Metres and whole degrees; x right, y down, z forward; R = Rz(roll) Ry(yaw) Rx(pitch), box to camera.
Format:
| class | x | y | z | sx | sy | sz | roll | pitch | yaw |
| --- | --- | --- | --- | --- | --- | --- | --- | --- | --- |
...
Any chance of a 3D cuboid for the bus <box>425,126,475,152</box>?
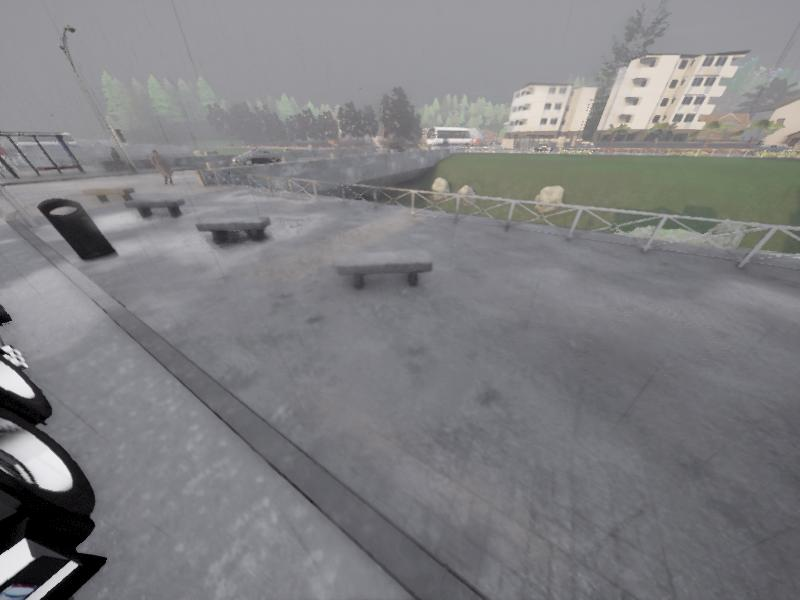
| class | x | y | z | sx | sy | sz | roll | pitch | yaw |
| --- | --- | --- | --- | --- | --- | --- | --- | --- | --- |
| bus | 10.973 | -35.189 | 50.771 | 10.273 | 4.253 | 3.944 | -17 | 34 | -22 |

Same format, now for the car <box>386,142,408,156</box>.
| class | x | y | z | sx | sy | sz | roll | pitch | yaw |
| --- | --- | --- | --- | --- | --- | --- | --- | --- | --- |
| car | -0.487 | -25.449 | 38.912 | 1.905 | 1.878 | 3.866 | 18 | 38 | 25 |

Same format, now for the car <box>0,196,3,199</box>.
| class | x | y | z | sx | sy | sz | roll | pitch | yaw |
| --- | --- | --- | --- | --- | --- | --- | --- | --- | --- |
| car | -21.282 | -4.722 | 9.778 | 1.994 | 1.385 | 4.181 | 17 | 39 | 24 |

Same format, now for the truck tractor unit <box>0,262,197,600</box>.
| class | x | y | z | sx | sy | sz | roll | pitch | yaw |
| --- | --- | --- | --- | --- | --- | --- | --- | --- | --- |
| truck tractor unit | -5.111 | -0.300 | 0.788 | 6.516 | 4.208 | 3.053 | 18 | 39 | 24 |

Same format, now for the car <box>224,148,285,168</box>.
| class | x | y | z | sx | sy | sz | roll | pitch | yaw |
| --- | --- | --- | --- | --- | --- | --- | --- | --- | --- |
| car | -15.279 | -15.142 | 24.573 | 2.128 | 1.511 | 4.902 | 19 | 39 | 25 |

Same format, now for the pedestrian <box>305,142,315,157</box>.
| class | x | y | z | sx | sy | sz | roll | pitch | yaw |
| --- | --- | --- | --- | --- | --- | --- | --- | --- | --- |
| pedestrian | -13.683 | -22.904 | 35.183 | 0.751 | 1.860 | 0.751 | 17 | 38 | 23 |

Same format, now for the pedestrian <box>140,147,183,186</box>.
| class | x | y | z | sx | sy | sz | roll | pitch | yaw |
| --- | --- | --- | --- | --- | --- | --- | --- | --- | --- |
| pedestrian | -13.484 | -7.547 | 13.100 | 0.751 | 1.860 | 0.751 | 14 | 37 | 19 |

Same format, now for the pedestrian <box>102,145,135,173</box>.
| class | x | y | z | sx | sy | sz | roll | pitch | yaw |
| --- | --- | --- | --- | --- | --- | --- | --- | --- | --- |
| pedestrian | -23.263 | -11.660 | 19.109 | 0.751 | 1.860 | 0.751 | 13 | 37 | 18 |

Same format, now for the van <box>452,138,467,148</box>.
| class | x | y | z | sx | sy | sz | roll | pitch | yaw |
| --- | --- | --- | --- | --- | --- | --- | --- | --- | --- |
| van | 18.483 | -48.921 | 72.002 | 2.351 | 2.431 | 6.366 | 18 | 39 | 25 |

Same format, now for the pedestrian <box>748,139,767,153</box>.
| class | x | y | z | sx | sy | sz | roll | pitch | yaw |
| --- | --- | --- | --- | --- | --- | --- | --- | --- | --- |
| pedestrian | 58.604 | -25.231 | 37.890 | 0.751 | 1.860 | 0.751 | 16 | 38 | 22 |

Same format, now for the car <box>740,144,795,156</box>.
| class | x | y | z | sx | sy | sz | roll | pitch | yaw |
| --- | --- | --- | --- | --- | --- | --- | --- | --- | --- |
| car | 55.370 | -22.713 | 34.935 | 3.806 | 1.475 | 1.970 | 18 | 39 | 25 |

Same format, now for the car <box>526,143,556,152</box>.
| class | x | y | z | sx | sy | sz | roll | pitch | yaw |
| --- | --- | --- | --- | --- | --- | --- | --- | --- | --- |
| car | 28.907 | -31.373 | 47.522 | 4.892 | 1.490 | 1.837 | 19 | 39 | 25 |

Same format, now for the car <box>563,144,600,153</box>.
| class | x | y | z | sx | sy | sz | roll | pitch | yaw |
| --- | --- | --- | --- | --- | --- | --- | --- | --- | --- |
| car | 35.024 | -29.400 | 44.722 | 5.357 | 1.411 | 2.033 | 18 | 39 | 25 |
